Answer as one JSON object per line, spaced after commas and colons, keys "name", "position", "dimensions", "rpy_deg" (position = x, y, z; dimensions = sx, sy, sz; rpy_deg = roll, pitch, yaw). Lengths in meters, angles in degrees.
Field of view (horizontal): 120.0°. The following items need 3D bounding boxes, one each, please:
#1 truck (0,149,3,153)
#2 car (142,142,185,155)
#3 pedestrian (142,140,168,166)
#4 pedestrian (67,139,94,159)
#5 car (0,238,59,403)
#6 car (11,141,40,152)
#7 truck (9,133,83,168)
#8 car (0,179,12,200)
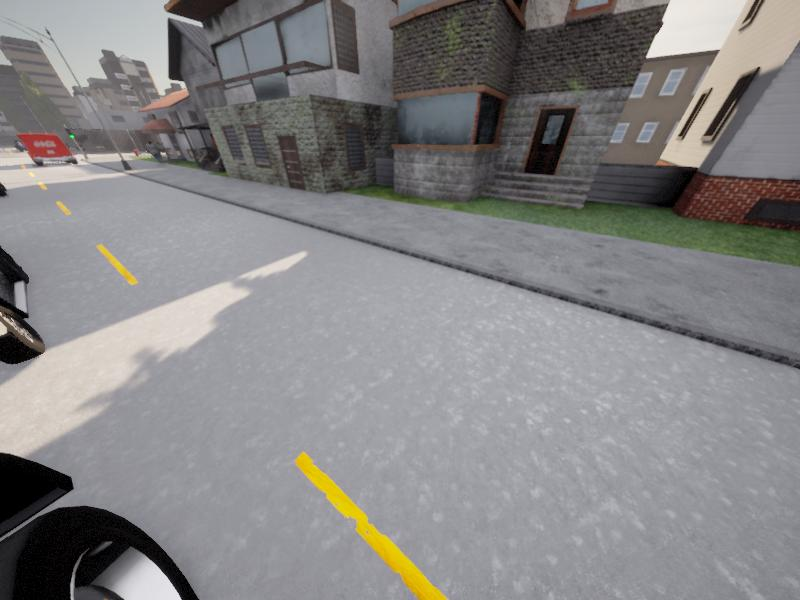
{"name": "truck", "position": [-66.416, -24.659, 36.775], "dimensions": [6.274, 2.098, 2.390], "rpy_deg": [22, 41, 28]}
{"name": "car", "position": [-36.869, -23.766, 36.105], "dimensions": [1.851, 1.617, 3.988], "rpy_deg": [22, 41, 28]}
{"name": "pedestrian", "position": [-21.535, -12.935, 20.353], "dimensions": [0.751, 1.860, 0.751], "rpy_deg": [22, 41, 28]}
{"name": "pedestrian", "position": [-35.747, -16.877, 25.876], "dimensions": [0.751, 1.860, 0.751], "rpy_deg": [4, 35, 5]}
{"name": "car", "position": [-6.334, -0.163, 2.558], "dimensions": [4.605, 1.855, 1.932], "rpy_deg": [21, 40, 29]}
{"name": "car", "position": [-65.437, -26.839, 40.377], "dimensions": [4.514, 1.525, 2.007], "rpy_deg": [22, 41, 28]}
{"name": "truck", "position": [-33.479, -14.252, 21.868], "dimensions": [5.204, 2.467, 2.627], "rpy_deg": [23, 41, 27]}
{"name": "car", "position": [-19.133, -5.390, 9.838], "dimensions": [3.866, 1.878, 1.905], "rpy_deg": [22, 41, 28]}
